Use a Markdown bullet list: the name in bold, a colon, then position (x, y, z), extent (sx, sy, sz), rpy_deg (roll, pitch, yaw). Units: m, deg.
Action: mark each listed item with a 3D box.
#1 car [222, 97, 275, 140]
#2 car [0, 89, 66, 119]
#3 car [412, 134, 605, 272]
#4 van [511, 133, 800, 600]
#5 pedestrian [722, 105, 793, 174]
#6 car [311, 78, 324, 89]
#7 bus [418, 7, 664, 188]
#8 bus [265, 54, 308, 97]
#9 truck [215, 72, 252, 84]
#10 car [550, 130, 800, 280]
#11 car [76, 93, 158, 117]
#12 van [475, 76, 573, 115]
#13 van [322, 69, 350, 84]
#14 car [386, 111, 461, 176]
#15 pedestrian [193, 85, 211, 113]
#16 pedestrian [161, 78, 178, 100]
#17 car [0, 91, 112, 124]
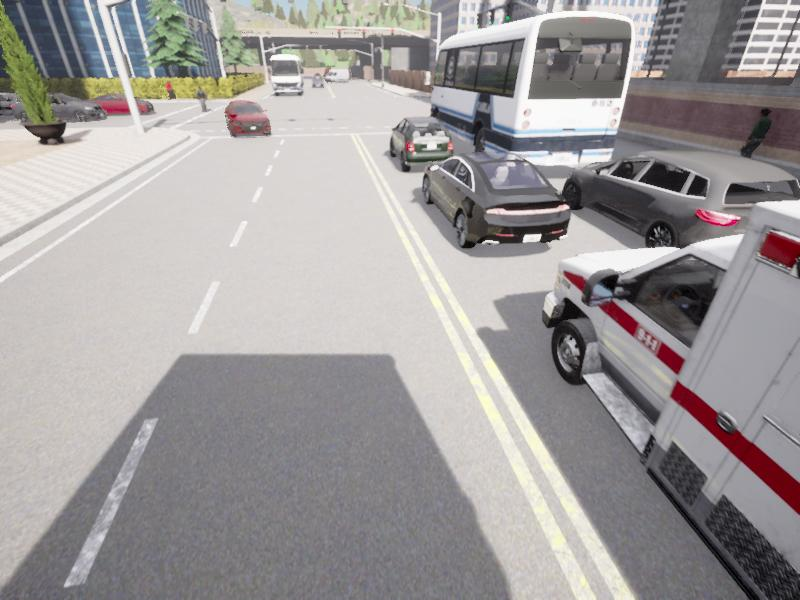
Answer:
- **car**: position (-8.010, -9.592, 20.941), extent (1.882, 1.535, 5.008), rpy_deg (-12, 32, -21)
- **car**: position (-26.765, -13.483, 27.496), extent (5.238, 1.638, 1.930), rpy_deg (-5, 31, -9)
- **car**: position (1.807, -2.434, 8.706), extent (2.128, 1.511, 4.902), rpy_deg (-5, 31, -9)
- **van**: position (3.143, 0.942, 2.010), extent (2.351, 2.431, 6.366), rpy_deg (-5, 31, -9)
- **pedestrian**: position (10.869, -4.900, 12.242), extent (0.751, 1.860, 0.751), rpy_deg (-5, 31, -8)
- **car**: position (-13.131, -34.657, 63.995), extent (1.812, 1.442, 4.674), rpy_deg (-5, 31, -9)
- **bus**: position (3.769, -7.789, 15.165), extent (3.944, 4.253, 10.273), rpy_deg (-5, 31, -9)
- **bus**: position (-13.731, -27.844, 49.530), extent (3.944, 4.253, 10.273), rpy_deg (-5, 31, -9)
- **truck**: position (-32.828, -43.918, 79.096), extent (6.274, 2.098, 2.390), rpy_deg (-5, 31, -9)
- **car**: position (5.441, -2.286, 8.295), extent (2.242, 1.667, 4.611), rpy_deg (-5, 31, -9)
- **car**: position (-20.145, -14.028, 28.704), extent (4.181, 1.385, 1.994), rpy_deg (-6, 31, -10)
- **van**: position (9.197, -15.467, 30.141), extent (6.366, 2.431, 2.351), rpy_deg (-5, 31, -9)
- **van**: position (-13.366, -46.991, 83.996), extent (1.988, 2.561, 5.915), rpy_deg (21, 36, 33)
- **car**: position (0.683, -5.642, 14.161), extent (1.789, 1.549, 3.705), rpy_deg (-5, 31, -9)
- **pedestrian**: position (-14.721, -14.987, 29.816), extent (0.751, 1.860, 0.751), rpy_deg (-8, 31, -14)
- **pedestrian**: position (-22.493, -20.565, 39.069), extent (0.751, 1.860, 0.751), rpy_deg (-3, 30, -6)
- **car**: position (-21.517, -12.188, 25.253), extent (4.611, 1.667, 2.242), rpy_deg (-5, 31, -9)
